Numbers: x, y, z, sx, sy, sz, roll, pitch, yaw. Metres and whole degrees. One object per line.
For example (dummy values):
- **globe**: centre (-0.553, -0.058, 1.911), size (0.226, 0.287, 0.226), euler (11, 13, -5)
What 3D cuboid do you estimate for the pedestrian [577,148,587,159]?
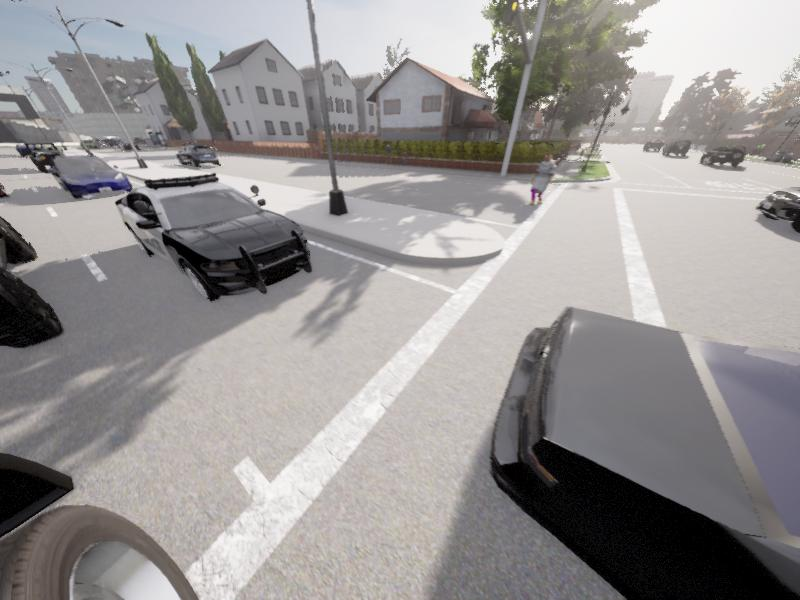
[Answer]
- **pedestrian**: centre (22.260, -17.919, 28.262), size (0.500, 1.100, 0.500), euler (23, 41, 29)

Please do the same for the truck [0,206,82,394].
- **truck**: centre (-7.168, -0.617, 2.902), size (6.274, 2.098, 2.390), euler (22, 41, 28)

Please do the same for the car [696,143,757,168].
- **car**: centre (32.402, -14.527, 23.158), size (1.932, 1.855, 4.605), euler (22, 41, 27)

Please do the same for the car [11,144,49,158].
- **car**: centre (-46.171, -18.623, 28.811), size (4.718, 1.301, 1.895), euler (22, 41, 28)

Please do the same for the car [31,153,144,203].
- **car**: centre (-14.652, -5.877, 10.835), size (4.792, 1.488, 2.163), euler (22, 41, 28)

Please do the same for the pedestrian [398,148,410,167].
- **pedestrian**: centre (0.335, -12.225, 19.816), size (0.751, 1.300, 0.751), euler (22, 41, 28)

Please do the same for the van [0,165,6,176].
- **van**: centre (-29.310, -9.608, 15.519), size (4.480, 2.038, 2.069), euler (22, 41, 28)

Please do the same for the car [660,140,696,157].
- **car**: centre (43.556, -23.897, 36.395), size (2.150, 2.045, 5.566), euler (22, 40, 27)

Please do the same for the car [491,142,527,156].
- **car**: centre (14.913, -20.790, 31.648), size (3.806, 1.475, 1.970), euler (22, 41, 28)

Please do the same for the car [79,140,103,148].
- **car**: centre (-71.347, -36.202, 53.439), size (2.033, 1.411, 5.357), euler (-24, 42, -30)

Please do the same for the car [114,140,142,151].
- **car**: centre (-49.858, -28.303, 42.312), size (4.974, 1.542, 2.038), euler (22, 41, 28)

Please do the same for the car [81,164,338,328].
- **car**: centre (-3.933, -1.595, 4.713), size (5.238, 1.638, 1.930), euler (22, 41, 28)

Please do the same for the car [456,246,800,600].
- **car**: centre (3.193, 1.421, 0.710), size (5.357, 1.411, 2.033), euler (22, 41, 28)

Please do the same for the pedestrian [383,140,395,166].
- **pedestrian**: centre (-0.946, -12.852, 20.209), size (0.751, 1.860, 0.751), euler (26, 42, 31)

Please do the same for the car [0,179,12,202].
- **car**: centre (-18.600, -4.976, 9.623), size (4.181, 1.385, 1.994), euler (22, 41, 28)

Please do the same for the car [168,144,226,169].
- **car**: centre (-18.340, -13.061, 20.867), size (4.856, 1.649, 2.033), euler (22, 41, 28)

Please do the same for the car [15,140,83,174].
- **car**: centre (-26.310, -10.789, 17.343), size (3.866, 1.878, 1.905), euler (23, 41, 27)

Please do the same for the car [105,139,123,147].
- **car**: centre (-68.224, -37.442, 55.115), size (1.845, 1.501, 3.633), euler (-25, 42, -31)

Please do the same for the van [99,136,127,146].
- **van**: centre (-76.058, -42.223, 61.393), size (2.069, 2.038, 4.480), euler (-6, 36, -9)

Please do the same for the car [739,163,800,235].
- **car**: centre (13.833, -2.430, 6.064), size (5.027, 1.651, 2.152), euler (22, 41, 28)

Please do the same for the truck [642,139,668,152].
- **truck**: centre (55.098, -33.570, 50.119), size (2.390, 2.098, 6.274), euler (22, 41, 27)

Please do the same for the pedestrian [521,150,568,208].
- **pedestrian**: centre (5.494, -4.656, 8.902), size (0.751, 1.860, 0.751), euler (-22, 41, -28)
